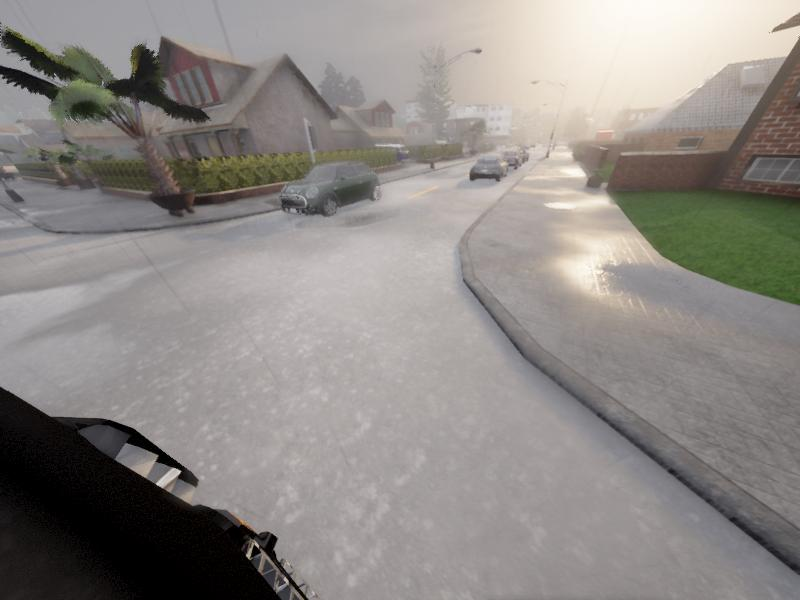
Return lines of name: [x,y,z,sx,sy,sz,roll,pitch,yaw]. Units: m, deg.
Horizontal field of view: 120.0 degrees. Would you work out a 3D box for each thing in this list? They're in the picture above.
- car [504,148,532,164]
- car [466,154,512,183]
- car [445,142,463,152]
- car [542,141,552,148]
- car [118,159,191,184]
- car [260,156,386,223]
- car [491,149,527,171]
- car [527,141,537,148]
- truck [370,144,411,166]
car: [13.463,-16.398,26.307,1.895,1.301,4.718,17,39,27]
car: [6.108,-8.989,15.655,1.994,1.385,4.181,15,37,24]
car: [13.838,-39.150,59.152,3.866,1.878,1.905,-16,36,-19]
car: [46.015,-48.626,72.284,2.152,1.651,5.027,16,38,26]
car: [-20.996,-11.172,19.970,1.845,1.501,3.633,14,37,23]
car: [-2.766,-4.820,9.623,2.097,1.767,4.553,16,38,26]
car: [10.103,-12.920,21.243,2.033,1.411,5.357,16,38,25]
car: [41.185,-48.405,71.997,1.930,1.638,5.238,16,38,26]
truck: [-1.116,-17.565,27.831,4.478,2.038,2.069,19,39,24]
